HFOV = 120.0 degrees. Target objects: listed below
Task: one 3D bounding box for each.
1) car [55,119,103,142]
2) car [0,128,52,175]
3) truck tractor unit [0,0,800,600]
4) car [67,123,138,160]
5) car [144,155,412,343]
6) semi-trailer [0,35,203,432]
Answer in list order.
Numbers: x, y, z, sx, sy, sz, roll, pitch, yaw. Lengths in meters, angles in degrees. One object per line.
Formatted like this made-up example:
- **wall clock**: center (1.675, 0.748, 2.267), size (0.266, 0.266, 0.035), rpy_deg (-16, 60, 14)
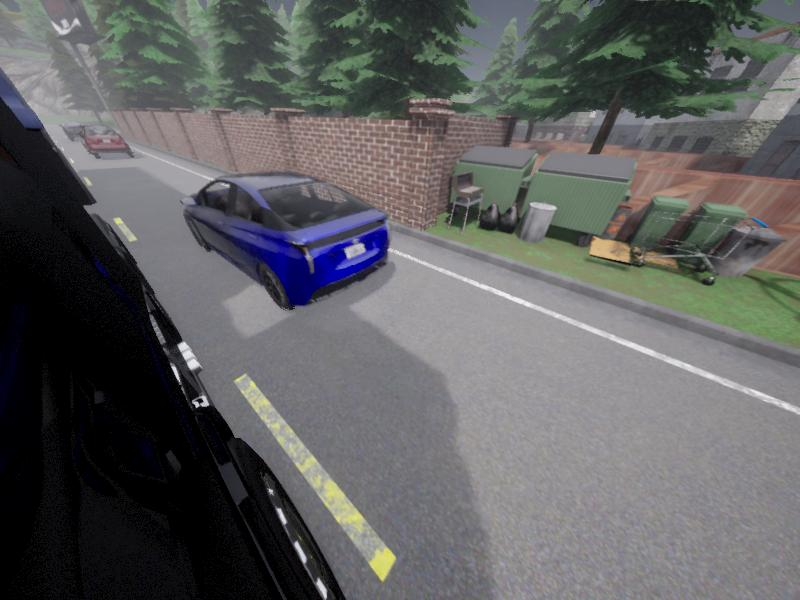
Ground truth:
- **car**: center (-29.064, -15.343, 20.925), size (4.674, 1.442, 1.812), rpy_deg (27, 43, 29)
- **car**: center (-17.476, -6.564, 10.081), size (4.181, 1.385, 1.994), rpy_deg (27, 43, 29)
- **truck tractor unit**: center (-2.645, -0.295, 0.351), size (6.516, 4.208, 3.053), rpy_deg (28, 44, 30)
- **car**: center (-17.986, -9.634, 13.977), size (3.705, 1.549, 1.789), rpy_deg (27, 43, 29)
- **car**: center (-2.243, -1.437, 4.155), size (4.514, 1.525, 2.007), rpy_deg (27, 43, 29)
- **semi-trailer**: center (-8.759, -3.574, 4.150), size (14.254, 4.402, 2.717), rpy_deg (28, 43, 29)
